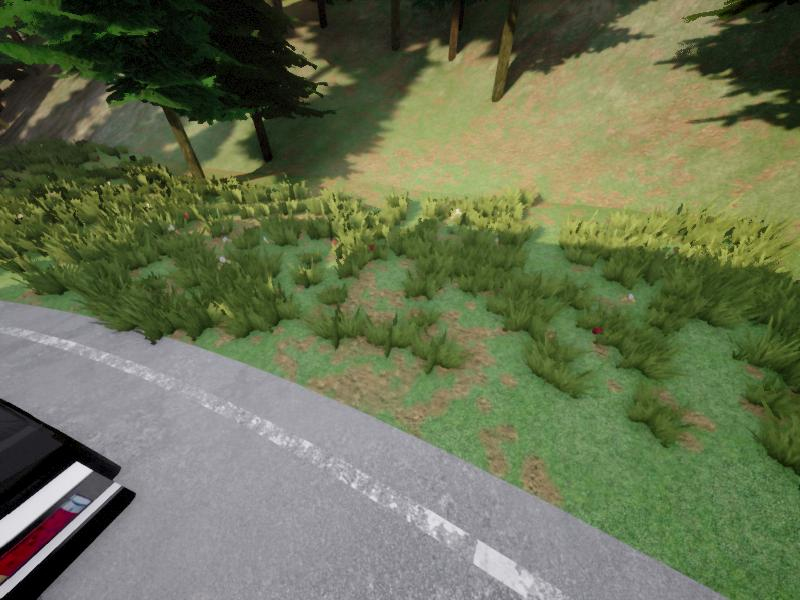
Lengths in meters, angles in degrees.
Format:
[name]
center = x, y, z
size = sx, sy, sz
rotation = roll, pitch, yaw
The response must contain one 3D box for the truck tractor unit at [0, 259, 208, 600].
[truck tractor unit]
center = -5.280, -0.080, 0.464
size = 6.516, 4.208, 3.053
rotation = 10, 36, 14
